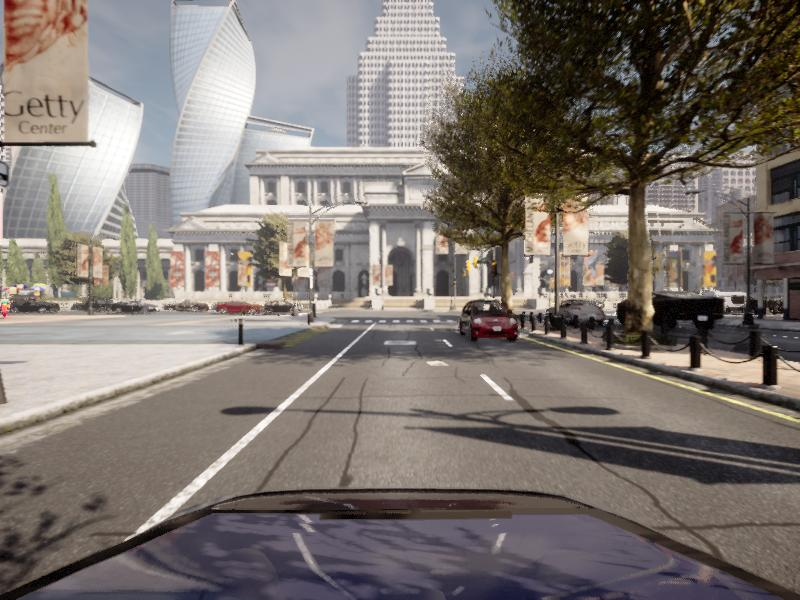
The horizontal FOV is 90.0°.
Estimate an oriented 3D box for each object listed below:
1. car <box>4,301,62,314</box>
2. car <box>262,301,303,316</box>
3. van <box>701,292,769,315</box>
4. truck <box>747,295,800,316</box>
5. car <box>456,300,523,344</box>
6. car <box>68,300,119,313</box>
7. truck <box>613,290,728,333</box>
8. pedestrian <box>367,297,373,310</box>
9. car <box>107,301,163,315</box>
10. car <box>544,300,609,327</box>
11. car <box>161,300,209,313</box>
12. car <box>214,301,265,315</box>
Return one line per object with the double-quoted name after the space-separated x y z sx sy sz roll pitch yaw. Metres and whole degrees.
-43.814 0.880 47.911 4.892 1.490 1.837 0 0 -10 "car"
-12.214 0.850 41.712 3.705 1.549 1.789 -1 0 0 "car"
37.513 0.356 44.930 5.915 2.561 1.988 0 0 0 "van"
40.117 0.572 41.390 6.274 2.098 2.390 0 0 1 "truck"
3.514 0.801 16.447 1.851 1.617 3.988 0 0 0 "car"
-39.754 0.818 51.977 4.856 1.649 2.033 0 0 -4 "car"
15.015 0.560 22.909 2.390 2.098 6.274 0 0 0 "truck"
-4.384 0.528 58.145 0.751 1.860 0.751 0 0 -11 "pedestrian"
-29.927 0.870 45.296 4.902 1.511 2.128 0 0 0 "car"
11.509 0.801 26.561 2.152 1.651 5.027 0 0 0 "car"
-27.986 0.810 52.283 5.238 1.638 1.930 0 0 0 "car"
-18.122 0.857 45.255 5.008 1.535 1.882 0 0 0 "car"
